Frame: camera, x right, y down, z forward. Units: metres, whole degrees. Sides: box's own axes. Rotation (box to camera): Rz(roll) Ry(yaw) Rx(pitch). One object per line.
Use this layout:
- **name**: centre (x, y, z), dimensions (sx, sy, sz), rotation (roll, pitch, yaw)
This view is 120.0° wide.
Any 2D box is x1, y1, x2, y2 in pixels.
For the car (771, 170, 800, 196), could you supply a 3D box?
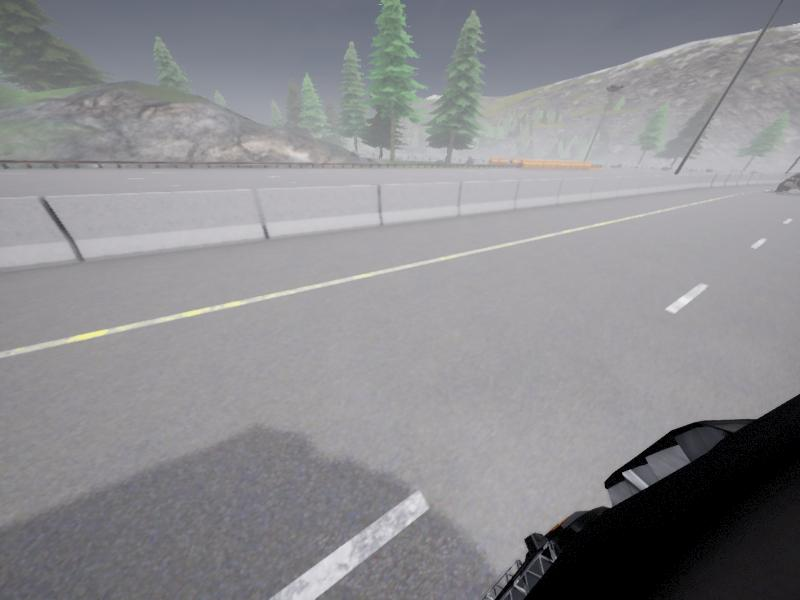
- **car**: centre (36.550, -10.572, 20.786), dimensions (4.605, 1.855, 1.932), rotation (-13, 35, -22)
